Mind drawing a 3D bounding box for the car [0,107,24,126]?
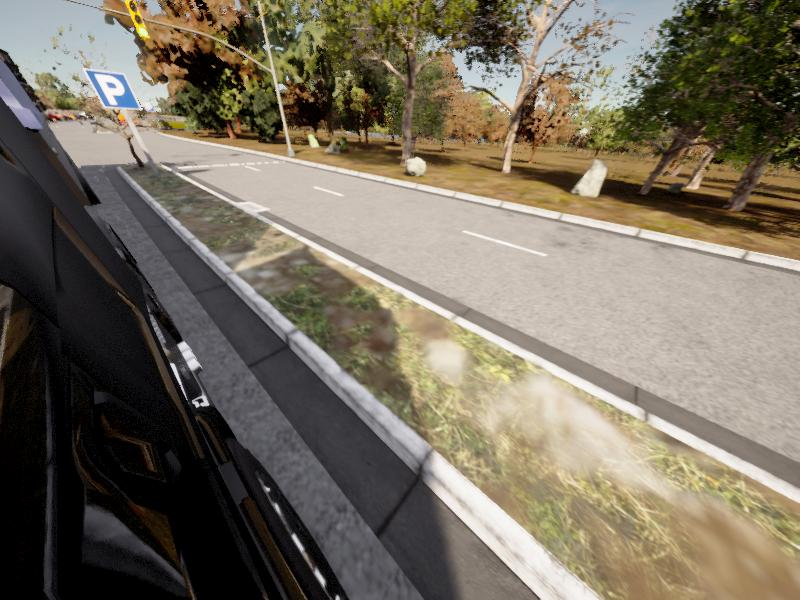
[{"bbox_3d":[-52.758,-23.377,29.389,1.878,1.987,4.442,18,40,20],"label":"car"}]

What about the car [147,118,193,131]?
[{"bbox_3d":[-40.450,-31.018,40.813,1.946,1.575,5.366,19,39,20],"label":"car"}]

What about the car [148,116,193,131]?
[{"bbox_3d":[-38.522,-29.644,38.899,2.185,1.767,4.553,19,39,20],"label":"car"}]

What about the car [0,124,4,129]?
[{"bbox_3d":[-46.737,-18.923,24.276,2.163,1.488,4.792,18,40,19],"label":"car"}]

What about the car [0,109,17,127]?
[{"bbox_3d":[-50.759,-21.835,27.630,2.185,1.767,4.553,18,40,20],"label":"car"}]

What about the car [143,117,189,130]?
[{"bbox_3d":[-42.624,-32.196,42.232,1.946,1.575,5.366,20,39,20],"label":"car"}]

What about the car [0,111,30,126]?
[{"bbox_3d":[-54.873,-24.524,31.162,2.231,1.521,4.892,18,40,20],"label":"car"}]

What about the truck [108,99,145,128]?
[{"bbox_3d":[-51.238,-34.970,43.445,2.891,3.827,8.468,-27,46,-33],"label":"truck"}]

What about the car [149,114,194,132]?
[{"bbox_3d":[-36.515,-28.327,37.107,1.878,1.987,4.442,19,39,19],"label":"car"}]

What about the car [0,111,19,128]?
[{"bbox_3d":[-48.586,-20.476,26.159,1.946,1.575,5.366,18,40,20],"label":"car"}]

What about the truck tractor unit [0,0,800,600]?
[{"bbox_3d":[-2.645,-0.295,0.352,6.516,4.208,3.053,28,44,30],"label":"truck tractor unit"}]

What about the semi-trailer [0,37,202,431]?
[{"bbox_3d":[-8.717,-3.592,4.211,14.254,4.402,2.717,28,43,30],"label":"semi-trailer"}]
